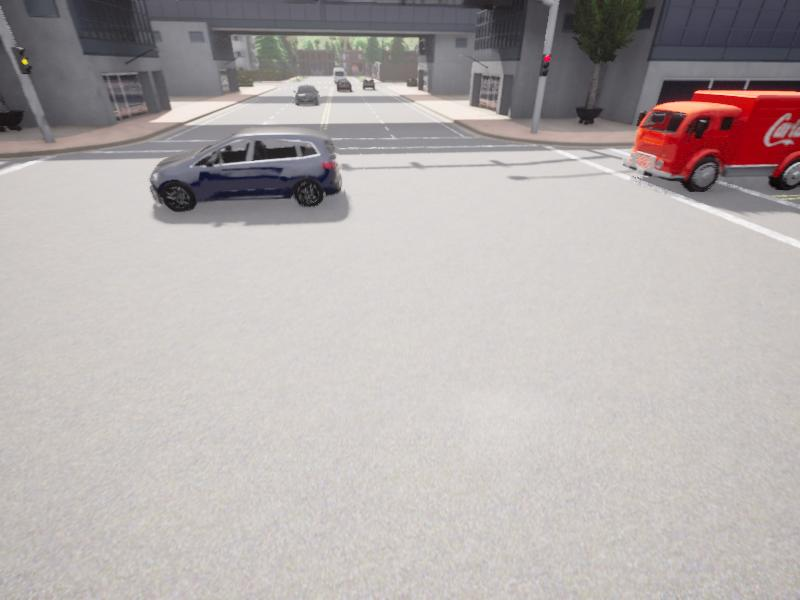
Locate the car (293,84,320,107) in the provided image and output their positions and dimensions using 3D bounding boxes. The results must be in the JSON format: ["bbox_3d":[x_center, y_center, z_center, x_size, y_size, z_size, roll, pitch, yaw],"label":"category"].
[{"bbox_3d":[-8.118,-17.894,34.930,1.837,1.490,4.892,-4,31,-7],"label":"car"}]

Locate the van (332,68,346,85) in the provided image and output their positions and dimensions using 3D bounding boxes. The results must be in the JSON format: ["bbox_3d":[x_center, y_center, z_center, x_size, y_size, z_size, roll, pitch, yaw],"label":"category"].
[{"bbox_3d":[-11.057,-40.559,72.525,1.988,2.561,5.915,-5,31,-9],"label":"van"}]

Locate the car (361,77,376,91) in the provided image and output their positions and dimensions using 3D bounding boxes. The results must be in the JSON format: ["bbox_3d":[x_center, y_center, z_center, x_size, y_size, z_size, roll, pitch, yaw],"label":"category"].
[{"bbox_3d":[-4.509,-30.930,57.110,1.851,1.617,3.988,-3,31,-5],"label":"car"}]

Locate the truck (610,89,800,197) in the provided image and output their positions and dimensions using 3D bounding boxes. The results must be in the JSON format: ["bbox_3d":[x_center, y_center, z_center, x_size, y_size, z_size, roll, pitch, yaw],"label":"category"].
[{"bbox_3d":[9.640,-4.678,11.661,5.204,2.467,2.627,-4,31,-7],"label":"truck"}]

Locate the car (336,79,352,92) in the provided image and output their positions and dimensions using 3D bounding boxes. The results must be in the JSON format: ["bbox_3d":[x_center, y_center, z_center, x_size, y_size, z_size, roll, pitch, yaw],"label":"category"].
[{"bbox_3d":[-7.575,-28.972,53.962,1.994,1.385,4.181,-4,31,-7],"label":"car"}]

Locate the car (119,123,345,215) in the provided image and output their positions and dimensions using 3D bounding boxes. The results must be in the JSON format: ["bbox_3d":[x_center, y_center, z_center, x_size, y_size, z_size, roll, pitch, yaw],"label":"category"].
[{"bbox_3d":[-3.795,-3.399,10.087,4.611,1.667,2.242,-4,31,-8],"label":"car"}]
